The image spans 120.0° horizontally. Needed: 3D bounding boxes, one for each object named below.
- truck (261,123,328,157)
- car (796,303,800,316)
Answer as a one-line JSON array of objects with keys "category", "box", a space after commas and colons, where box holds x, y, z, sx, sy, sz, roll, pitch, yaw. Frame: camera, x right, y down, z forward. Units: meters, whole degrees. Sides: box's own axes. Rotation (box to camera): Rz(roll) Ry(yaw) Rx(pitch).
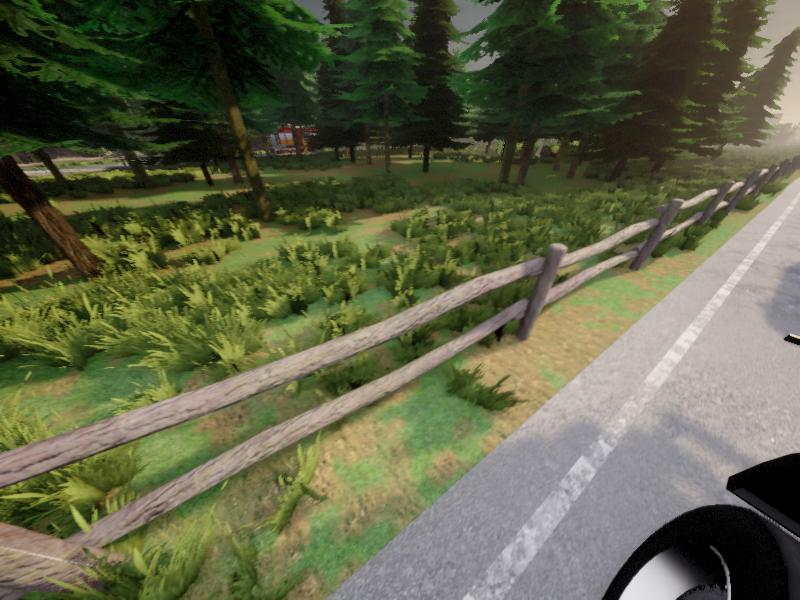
[{"category": "truck", "box": [-15.594, -24.393, 35.196, 2.891, 3.827, 8.468, 20, 40, 26]}, {"category": "car", "box": [8.394, -0.506, 3.363, 4.181, 1.385, 1.994, -20, 40, -26]}]
